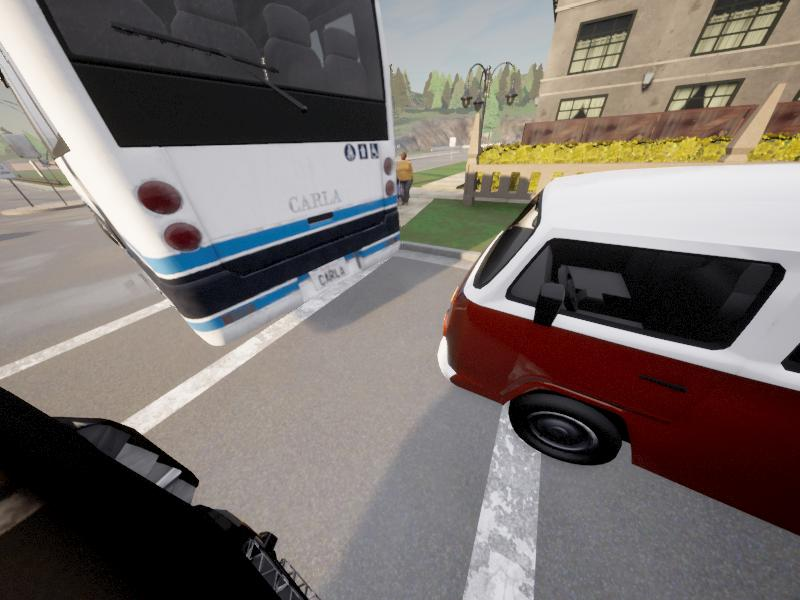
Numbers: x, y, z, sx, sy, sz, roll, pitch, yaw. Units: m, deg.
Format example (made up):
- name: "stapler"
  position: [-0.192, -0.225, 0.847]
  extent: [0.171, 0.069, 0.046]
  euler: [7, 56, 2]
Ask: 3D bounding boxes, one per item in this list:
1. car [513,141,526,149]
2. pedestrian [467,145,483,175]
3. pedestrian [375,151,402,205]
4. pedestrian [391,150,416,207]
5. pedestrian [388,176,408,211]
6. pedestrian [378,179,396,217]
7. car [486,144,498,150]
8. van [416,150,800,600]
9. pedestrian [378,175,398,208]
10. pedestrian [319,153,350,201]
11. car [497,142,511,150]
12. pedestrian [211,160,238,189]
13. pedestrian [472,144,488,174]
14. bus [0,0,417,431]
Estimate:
- name: "car"
  position: [38.279, -49.557, 73.919]
  extent: [3.866, 1.878, 1.905]
  euler: [-29, 41, -33]
- name: "pedestrian"
  position: [5.489, -10.256, 16.963]
  extent: [0.751, 1.860, 0.751]
  euler: [15, 37, 25]
- name: "pedestrian"
  position: [-0.453, -4.971, 9.423]
  extent: [0.751, 1.860, 0.751]
  euler: [-13, 35, -15]
- name: "pedestrian"
  position: [0.184, -4.665, 8.954]
  extent: [0.751, 1.860, 0.751]
  euler: [7, 35, 15]
- name: "pedestrian"
  position: [-0.051, -3.950, 8.583]
  extent: [0.500, 1.100, 0.500]
  euler: [16, 38, 26]
- name: "pedestrian"
  position: [-0.443, -3.503, 7.939]
  extent: [0.500, 1.100, 0.500]
  euler: [-7, 34, -6]
- name: "car"
  position: [30.185, -50.131, 75.755]
  extent: [1.816, 1.474, 4.193]
  euler: [25, 43, 35]
- name: "van"
  position: [2.576, 0.314, 1.429]
  extent: [4.480, 2.038, 2.069]
  euler: [16, 38, 26]
- name: "pedestrian"
  position: [-0.467, -4.283, 9.116]
  extent: [0.500, 1.100, 0.500]
  euler: [18, 39, 29]
- name: "pedestrian"
  position: [-2.947, -5.592, 10.531]
  extent: [0.751, 1.860, 0.751]
  euler: [16, 38, 26]
- name: "car"
  position: [33.526, -49.545, 74.261]
  extent: [4.605, 1.855, 1.932]
  euler: [-29, 42, -34]
- name: "pedestrian"
  position: [-13.403, -9.566, 17.655]
  extent: [0.751, 1.860, 0.751]
  euler: [16, 38, 26]
- name: "pedestrian"
  position: [6.034, -10.580, 17.408]
  extent: [0.751, 1.860, 0.751]
  euler: [16, 38, 26]
- name: "bus"
  position: [-5.011, -3.004, 5.013]
  extent: [10.273, 4.253, 3.944]
  euler: [21, 41, 31]
